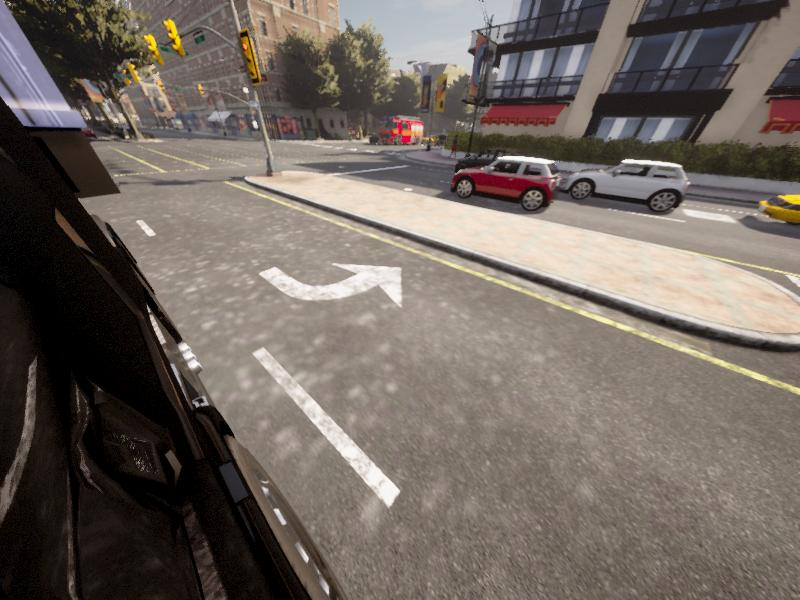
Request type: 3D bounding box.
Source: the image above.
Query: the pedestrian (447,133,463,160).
[{"bbox_3d":[4.632,-12.937,19.510,0.751,1.860,0.751,-26,45,-32],"label":"pedestrian"}]

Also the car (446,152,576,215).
[{"bbox_3d":[4.003,-4.595,8.803,3.806,1.475,1.970,27,43,30],"label":"car"}]

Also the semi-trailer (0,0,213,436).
[{"bbox_3d":[-9.588,-2.759,3.107,14.254,4.402,2.717,16,38,18],"label":"semi-trailer"}]

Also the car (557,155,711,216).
[{"bbox_3d":[8.926,-4.747,9.273,3.806,1.475,1.970,28,43,30],"label":"car"}]

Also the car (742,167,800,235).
[{"bbox_3d":[13.925,-2.207,6.016,5.366,1.575,1.801,27,43,30],"label":"car"}]

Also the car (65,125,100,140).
[{"bbox_3d":[-38.533,-20.342,27.990,4.718,1.301,1.895,27,43,30],"label":"car"}]

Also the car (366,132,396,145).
[{"bbox_3d":[-3.173,-27.795,39.686,1.930,1.638,5.238,26,43,29],"label":"car"}]

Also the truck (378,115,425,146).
[{"bbox_3d":[0.351,-27.837,38.094,2.891,3.827,8.468,27,43,30],"label":"truck"}]

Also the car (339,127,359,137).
[{"bbox_3d":[-14.149,-46.265,63.759,5.566,2.045,2.150,27,43,30],"label":"car"}]

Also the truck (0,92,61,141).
[{"bbox_3d":[-41.184,-20.048,25.321,8.468,3.827,2.891,27,43,30],"label":"truck"}]

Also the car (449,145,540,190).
[{"bbox_3d":[4.742,-6.942,11.955,3.705,1.549,1.789,27,43,30],"label":"car"}]

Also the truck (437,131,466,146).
[{"bbox_3d":[9.856,-30.544,43.721,2.390,2.098,6.274,27,43,30],"label":"truck"}]

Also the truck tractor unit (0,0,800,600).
[{"bbox_3d":[-2.645,-0.295,0.351,6.516,4.208,3.053,28,44,30],"label":"truck tractor unit"}]

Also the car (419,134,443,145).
[{"bbox_3d":[5.999,-30.921,44.461,1.801,1.575,5.366,27,43,30],"label":"car"}]
